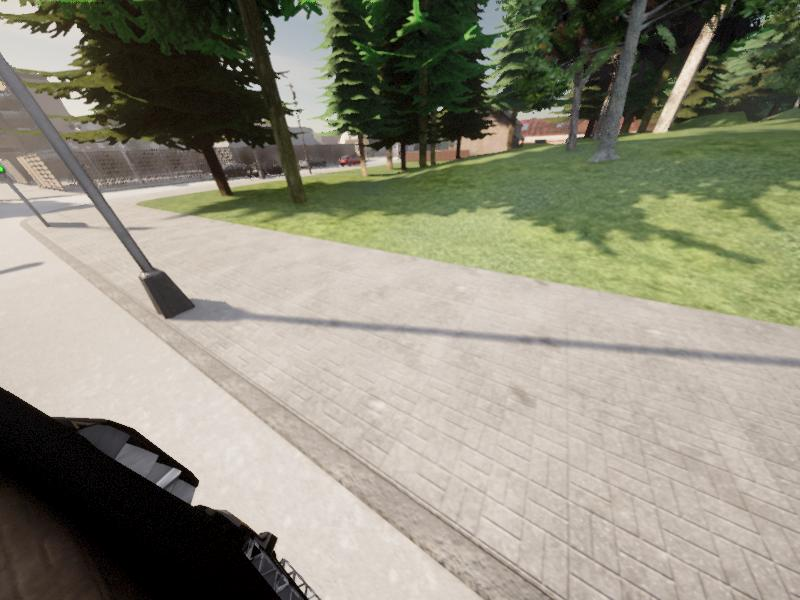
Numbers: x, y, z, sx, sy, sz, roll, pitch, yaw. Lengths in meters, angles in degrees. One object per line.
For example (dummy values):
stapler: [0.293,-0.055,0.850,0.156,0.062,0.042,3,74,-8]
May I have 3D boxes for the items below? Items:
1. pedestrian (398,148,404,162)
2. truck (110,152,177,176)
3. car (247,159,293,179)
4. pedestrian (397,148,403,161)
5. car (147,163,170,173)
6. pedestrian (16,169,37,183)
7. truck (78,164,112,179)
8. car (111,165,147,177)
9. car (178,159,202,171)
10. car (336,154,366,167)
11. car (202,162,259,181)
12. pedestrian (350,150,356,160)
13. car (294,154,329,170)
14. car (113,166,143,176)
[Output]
pedestrian: [0.153,-24.321,38.722,0.751,1.860,0.751,20,40,30]
truck: [-55.520,-29.777,50.388,2.891,3.827,8.468,16,38,26]
car: [-14.803,-15.128,26.555,1.851,1.617,3.988,16,38,27]
pedestrian: [-0.044,-26.042,41.334,0.751,1.860,0.751,-29,42,-34]
car: [-47.529,-25.919,45.471,3.633,1.501,1.845,16,38,26]
pedestrian: [-59.803,-19.894,36.995,0.751,1.860,0.751,4,34,11]
truck: [-51.704,-21.785,39.127,4.478,2.038,2.069,16,38,26]
car: [-49.292,-23.580,42.070,1.789,1.547,3.705,16,38,26]
car: [-44.145,-28.367,48.575,3.866,1.878,1.905,16,38,26]
car: [-7.591,-21.967,36.346,2.007,1.525,4.514,15,38,25]
car: [-19.430,-14.952,26.775,1.837,1.490,4.892,16,38,26]
pedestrian: [-10.799,-33.216,53.025,0.751,1.860,0.751,15,38,25]
car: [-13.322,-21.056,35.131,1.932,1.855,4.605,15,37,25]
car: [-49.542,-23.447,42.020,5.357,1.415,2.033,16,38,26]
